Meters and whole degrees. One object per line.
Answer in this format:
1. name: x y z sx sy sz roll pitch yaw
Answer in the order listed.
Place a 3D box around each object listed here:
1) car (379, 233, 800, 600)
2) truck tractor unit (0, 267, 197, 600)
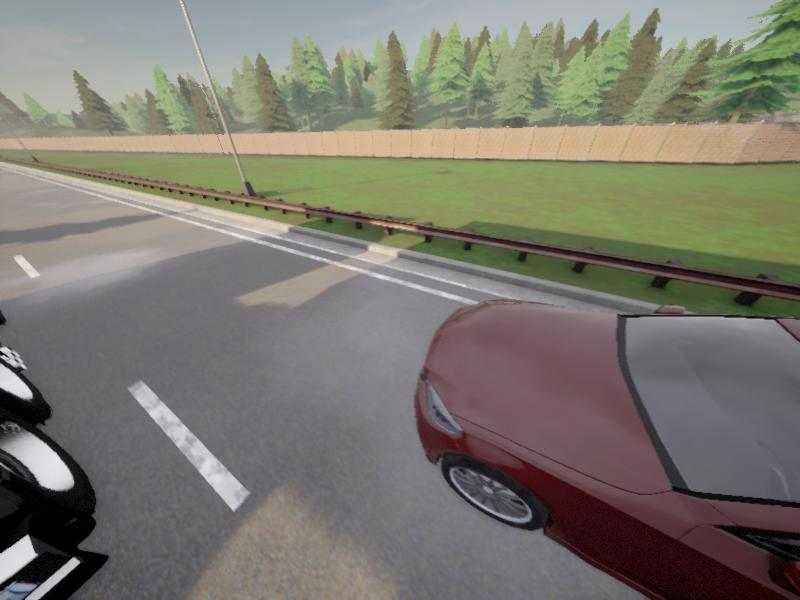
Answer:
1. car: 2.369 0.975 1.321 4.674 1.442 1.812 18 39 24
2. truck tractor unit: -5.119 -0.290 0.784 6.516 4.208 3.053 18 39 24
